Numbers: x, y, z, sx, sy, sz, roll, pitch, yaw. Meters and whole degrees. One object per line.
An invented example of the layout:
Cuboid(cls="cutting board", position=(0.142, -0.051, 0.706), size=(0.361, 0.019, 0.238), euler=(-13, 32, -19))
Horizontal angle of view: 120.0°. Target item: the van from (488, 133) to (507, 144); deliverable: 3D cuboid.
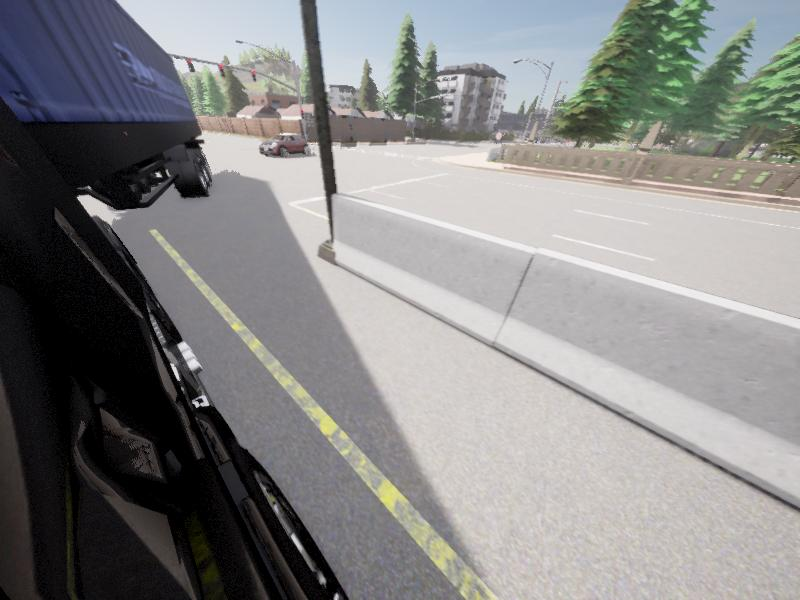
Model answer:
Cuboid(cls="van", position=(23.170, -38.347, 54.847), size=(2.069, 2.038, 4.480), euler=(29, 44, 31))

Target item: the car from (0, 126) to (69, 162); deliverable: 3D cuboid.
Cuboid(cls="car", position=(-20.987, -8.915, 13.110), size=(4.181, 1.385, 1.994), euler=(28, 44, 30))

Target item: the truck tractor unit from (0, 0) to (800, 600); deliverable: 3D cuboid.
Cuboid(cls="truck tractor unit", position=(-2.645, -0.295, 0.351), size=(6.516, 4.208, 3.053), euler=(28, 44, 30))

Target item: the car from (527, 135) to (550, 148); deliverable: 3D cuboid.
Cuboid(cls="car", position=(27.927, -31.962, 46.595), size=(2.150, 2.045, 5.566), euler=(29, 44, 31))

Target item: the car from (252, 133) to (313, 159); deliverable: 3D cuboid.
Cuboid(cls="car", position=(-9.132, -12.301, 18.325), size=(1.970, 1.475, 3.806), euler=(16, 39, 18))

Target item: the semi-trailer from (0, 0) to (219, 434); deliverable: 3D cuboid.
Cuboid(cls="semi-trailer", position=(-7.085, -4.368, 5.343), size=(2.717, 4.402, 14.254), euler=(-18, 42, -24))
